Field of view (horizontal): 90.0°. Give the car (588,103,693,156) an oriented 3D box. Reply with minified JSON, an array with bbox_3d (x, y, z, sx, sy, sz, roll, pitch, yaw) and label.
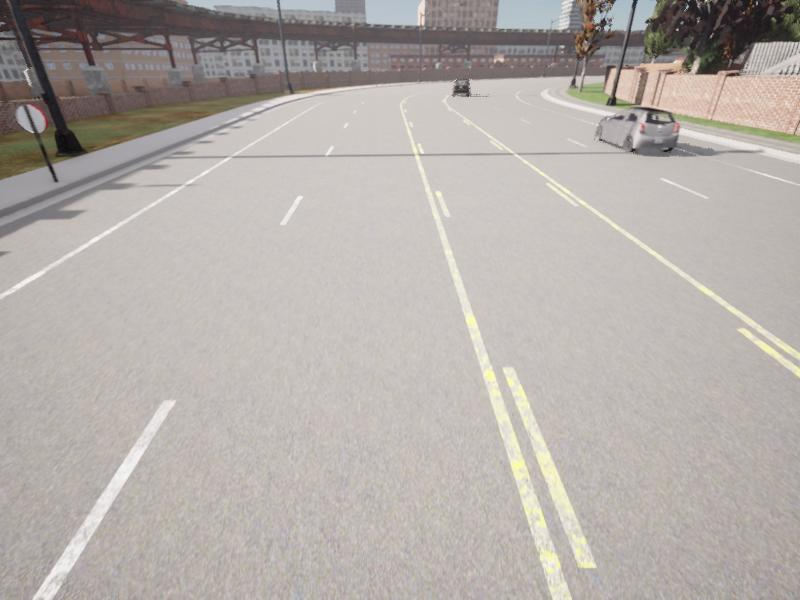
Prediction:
[{"bbox_3d":[9.456,-6.972,16.149,1.845,1.501,3.633,-1,31,-1],"label":"car"}]

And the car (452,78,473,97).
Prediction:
[{"bbox_3d":[6.573,-22.279,41.832,1.789,1.549,3.705,5,31,12],"label":"car"}]
